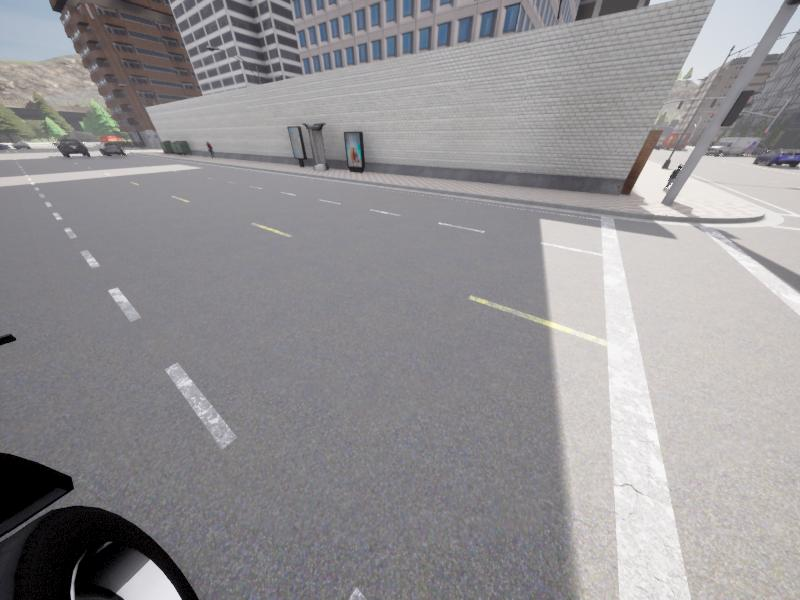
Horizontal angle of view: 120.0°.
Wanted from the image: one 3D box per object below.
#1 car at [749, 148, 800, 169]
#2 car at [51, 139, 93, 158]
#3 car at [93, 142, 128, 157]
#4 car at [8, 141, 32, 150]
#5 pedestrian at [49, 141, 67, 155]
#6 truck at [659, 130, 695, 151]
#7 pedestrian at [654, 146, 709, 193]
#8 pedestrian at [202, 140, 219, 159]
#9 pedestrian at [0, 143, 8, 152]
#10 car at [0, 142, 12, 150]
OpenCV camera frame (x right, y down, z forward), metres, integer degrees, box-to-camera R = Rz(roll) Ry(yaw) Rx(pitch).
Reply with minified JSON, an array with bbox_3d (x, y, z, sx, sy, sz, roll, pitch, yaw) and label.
[{"bbox_3d":[38.443,-14.448,23.412,2.007,1.525,4.514,23,41,29],"label":"car"},{"bbox_3d":[-45.135,-20.879,31.758,5.566,2.045,2.150,22,41,28],"label":"car"},{"bbox_3d":[-42.209,-21.980,33.700,4.856,1.649,2.033,22,41,28],"label":"car"},{"bbox_3d":[-83.322,-33.923,50.711,4.193,1.474,1.816,29,44,34],"label":"car"},{"bbox_3d":[-53.158,-23.653,35.899,0.751,1.860,0.751,25,42,31],"label":"pedestrian"},{"bbox_3d":[66.880,-38.712,56.072,2.891,3.827,8.468,22,41,28],"label":"truck"},{"bbox_3d":[13.184,-6.160,10.923,0.751,1.860,0.751,19,39,24],"label":"pedestrian"},{"bbox_3d":[-22.410,-17.806,27.307,0.751,1.860,0.751,25,42,30],"label":"pedestrian"},{"bbox_3d":[-71.742,-27.506,41.253,0.751,1.860,0.751,16,38,22],"label":"pedestrian"},{"bbox_3d":[-87.758,-33.618,50.417,1.895,1.301,4.718,-27,43,-33],"label":"car"}]
